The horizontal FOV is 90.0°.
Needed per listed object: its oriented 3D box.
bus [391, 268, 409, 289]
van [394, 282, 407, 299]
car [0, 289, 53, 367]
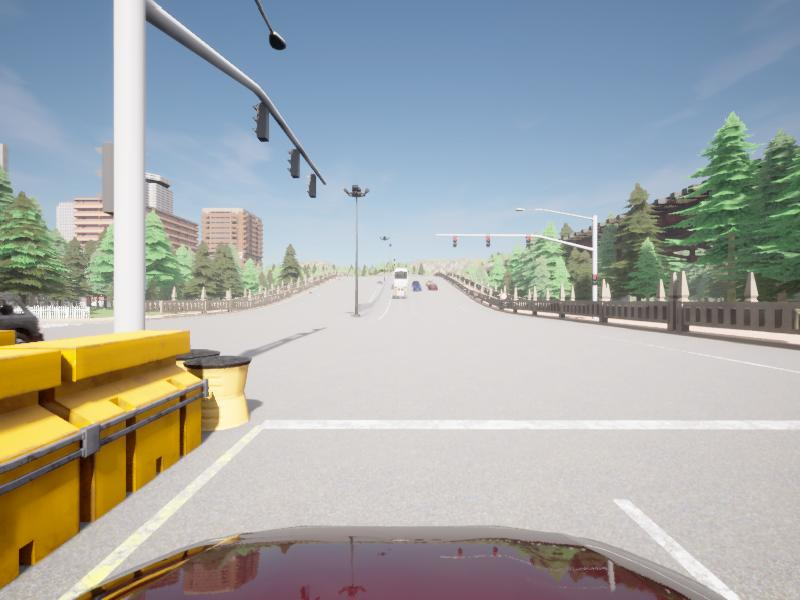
[{"bbox_3d":[0.112,-5.094,93.287,3.944,4.253,10.273,0,7,0],"label":"bus"},{"bbox_3d":[0.127,-1.781,74.432,2.351,2.431,6.366,0,7,0],"label":"van"},{"bbox_3d":[-10.498,0.653,8.684,1.932,1.855,4.605,0,-1,0],"label":"car"}]
